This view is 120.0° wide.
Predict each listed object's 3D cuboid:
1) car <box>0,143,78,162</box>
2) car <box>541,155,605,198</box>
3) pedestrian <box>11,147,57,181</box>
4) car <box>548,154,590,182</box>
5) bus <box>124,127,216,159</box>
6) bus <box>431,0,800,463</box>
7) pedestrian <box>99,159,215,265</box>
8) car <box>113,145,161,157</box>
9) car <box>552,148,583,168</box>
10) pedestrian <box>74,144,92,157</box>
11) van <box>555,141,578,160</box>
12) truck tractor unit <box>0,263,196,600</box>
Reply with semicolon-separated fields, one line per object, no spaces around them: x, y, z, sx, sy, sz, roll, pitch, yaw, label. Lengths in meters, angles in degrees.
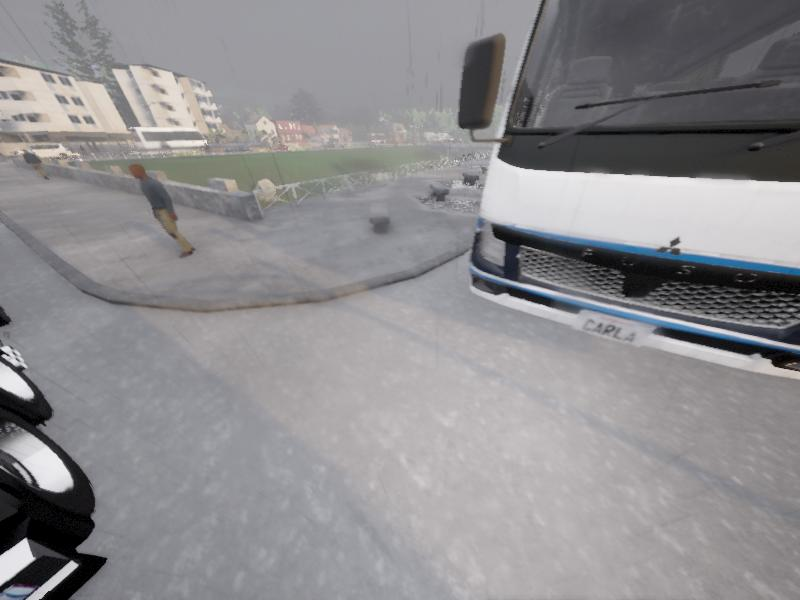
-51.984;-21.410;33.486;2.150;2.045;5.566;18;39;24;car
8.809;-6.513;11.995;1.970;1.475;3.806;18;39;24;car
-24.449;-9.099;15.470;0.751;1.860;0.751;18;39;24;pedestrian
12.000;-9.599;16.558;1.895;1.301;4.718;18;39;24;car
-41.038;-28.740;42.018;3.944;4.253;10.273;18;40;24;bus
4.654;-3.318;5.012;3.944;4.253;10.273;17;39;24;bus
-4.861;-1.799;4.774;0.751;1.860;0.751;18;39;24;pedestrian
-46.653;-26.527;41.154;1.930;1.638;5.238;18;39;24;car
16.611;-14.253;23.047;1.970;1.475;3.806;18;39;24;car
-54.254;-25.664;39.555;0.751;1.860;0.751;9;36;13;pedestrian
22.051;-19.861;30.613;1.775;1.987;4.442;18;39;24;van
-5.110;-0.301;0.787;6.516;4.208;3.053;18;39;24;truck tractor unit
